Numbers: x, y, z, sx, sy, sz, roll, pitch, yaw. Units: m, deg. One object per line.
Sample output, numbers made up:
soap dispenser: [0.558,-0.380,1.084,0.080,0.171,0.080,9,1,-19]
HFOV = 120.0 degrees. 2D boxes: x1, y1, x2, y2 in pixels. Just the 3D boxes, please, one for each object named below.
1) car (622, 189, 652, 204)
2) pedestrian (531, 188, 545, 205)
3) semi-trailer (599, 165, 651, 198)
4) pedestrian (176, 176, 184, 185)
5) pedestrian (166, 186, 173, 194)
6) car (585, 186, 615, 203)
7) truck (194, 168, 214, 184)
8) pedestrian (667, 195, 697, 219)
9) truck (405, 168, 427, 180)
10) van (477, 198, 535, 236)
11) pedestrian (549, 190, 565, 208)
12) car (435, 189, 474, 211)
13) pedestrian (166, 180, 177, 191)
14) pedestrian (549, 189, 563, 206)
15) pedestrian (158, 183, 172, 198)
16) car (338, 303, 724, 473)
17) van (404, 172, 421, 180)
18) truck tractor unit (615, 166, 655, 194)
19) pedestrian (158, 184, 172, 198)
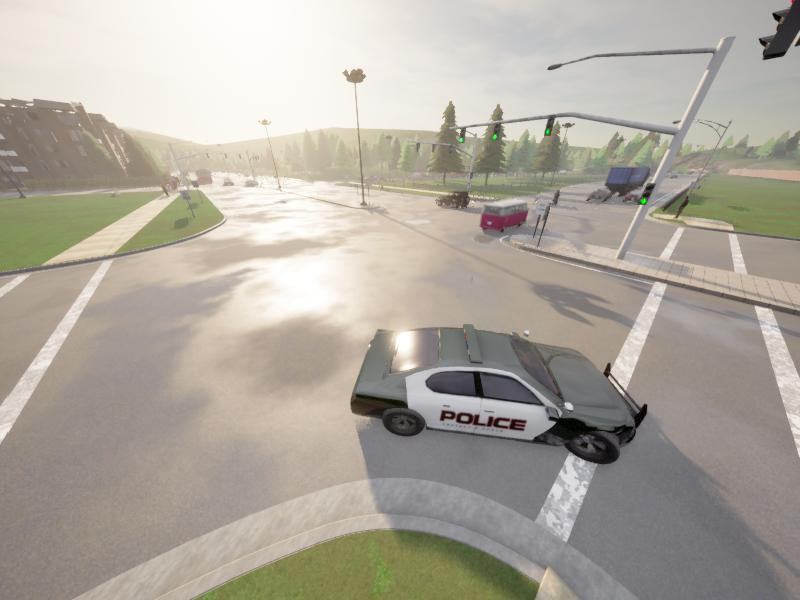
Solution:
car: [31.985,-13.999,31.169,4.674,1.442,1.812,-23,37,-34]
pedestrian: [17.165,-12.867,28.743,0.751,1.860,0.751,-19,35,-30]
semi-trailer: [37.992,-20.096,38.753,14.254,4.402,2.717,-23,37,-34]
pedestrian: [-56.671,-30.872,59.625,0.751,1.860,0.751,-13,32,-21]
pedestrian: [-39.747,-18.994,39.811,0.500,1.100,0.500,-21,36,-32]
car: [28.135,-14.823,32.419,2.152,1.651,5.027,27,39,38]
truck: [-56.452,-35.742,66.441,2.891,3.827,8.468,-23,37,-34]
pedestrian: [24.624,-8.105,20.191,0.751,1.860,0.751,-3,30,-5]
truck: [6.210,-48.742,88.963,8.468,3.827,2.891,-23,37,-34]
van: [7.980,-6.359,17.395,4.442,1.987,1.775,-23,37,-34]
pedestrian: [18.073,-11.657,26.648,0.751,1.860,0.751,-17,34,-27]
car: [6.171,-11.642,26.638,1.905,1.878,3.866,-22,37,-34]
pedestrian: [-43.204,-21.667,43.681,0.751,1.860,0.751,-19,35,-30]
pedestrian: [18.910,-12.465,28.048,0.751,1.860,0.751,-19,35,-30]
pedestrian: [-35.072,-16.370,34.506,0.751,1.860,0.751,-20,35,-30]
car: [1.685,1.404,4.403,4.974,1.542,2.038,4,30,6]
van: [4.578,-45.163,84.164,6.366,2.431,2.351,-23,37,-34]
truck tractor unit: [44.033,-22.567,43.235,6.516,4.208,3.053,-23,37,-34]
pedestrian: [-34.255,-15.907,33.704,0.751,1.860,0.751,-20,36,-31]
